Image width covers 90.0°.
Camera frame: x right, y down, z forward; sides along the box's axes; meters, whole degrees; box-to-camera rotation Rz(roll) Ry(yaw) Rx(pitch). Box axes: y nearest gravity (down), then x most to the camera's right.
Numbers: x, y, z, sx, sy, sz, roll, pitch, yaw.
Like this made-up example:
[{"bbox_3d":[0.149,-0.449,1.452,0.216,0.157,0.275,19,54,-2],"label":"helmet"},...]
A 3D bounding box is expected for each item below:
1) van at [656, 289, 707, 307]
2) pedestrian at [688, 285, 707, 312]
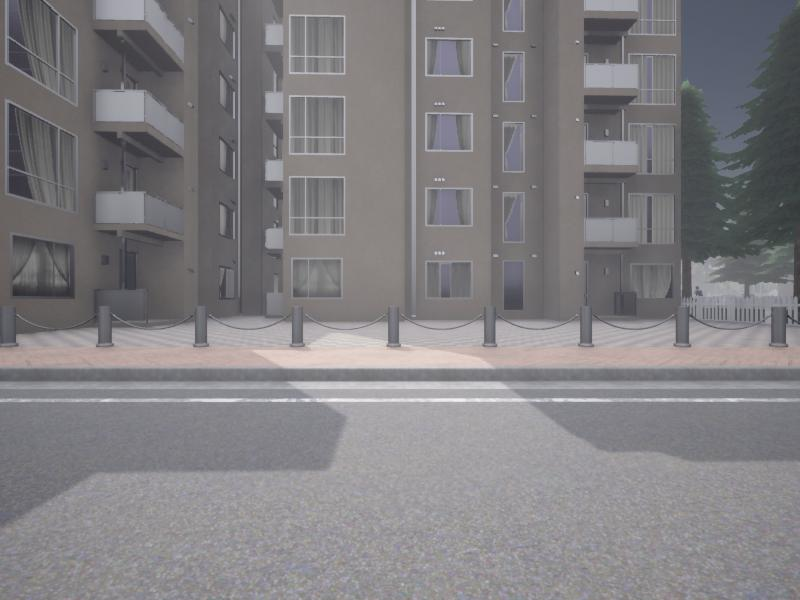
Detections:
[{"bbox_3d":[40.253,-0.277,57.331,5.915,2.561,1.988,0,0,-1],"label":"van"},{"bbox_3d":[20.302,-0.100,27.282,0.751,1.860,0.751,0,0,-1],"label":"pedestrian"}]
